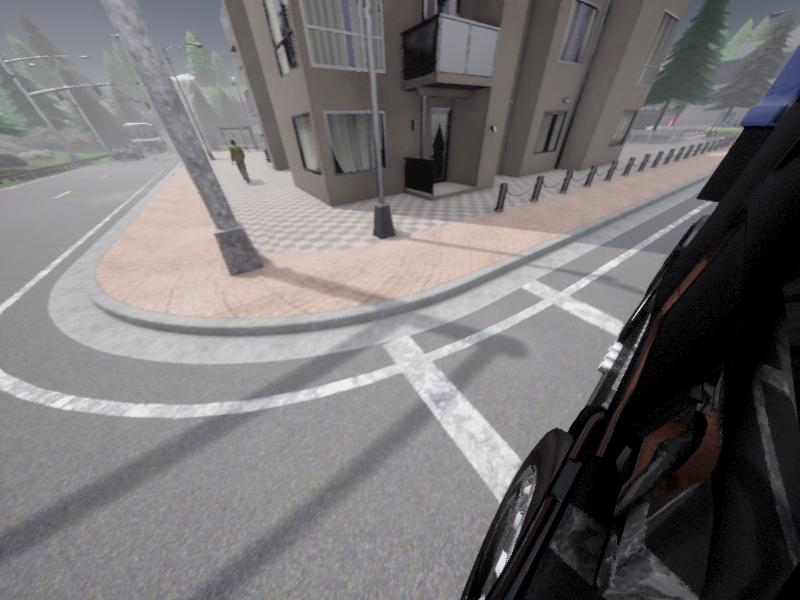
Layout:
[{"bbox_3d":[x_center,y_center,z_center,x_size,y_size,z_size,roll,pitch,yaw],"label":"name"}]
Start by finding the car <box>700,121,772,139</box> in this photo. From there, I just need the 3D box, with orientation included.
[{"bbox_3d":[40.187,-20.424,27.778,2.007,1.525,4.514,-21,41,-24],"label":"car"}]

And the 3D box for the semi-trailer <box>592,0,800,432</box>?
[{"bbox_3d":[9.063,-3.301,3.873,14.254,4.402,2.717,-23,42,-26],"label":"semi-trailer"}]

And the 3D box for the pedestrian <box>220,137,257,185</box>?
[{"bbox_3d":[-7.696,-6.653,11.057,0.751,1.860,0.751,-24,42,-27],"label":"pedestrian"}]

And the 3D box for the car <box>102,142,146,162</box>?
[{"bbox_3d":[-33.749,-18.261,28.418,2.242,1.667,4.611,-23,42,-26],"label":"car"}]

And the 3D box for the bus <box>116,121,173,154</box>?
[{"bbox_3d":[-44.719,-28.848,41.023,3.944,4.253,10.273,-23,42,-26],"label":"bus"}]

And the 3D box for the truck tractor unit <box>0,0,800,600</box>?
[{"bbox_3d":[2.645,-0.295,0.351,6.516,4.208,3.053,-28,44,-30],"label":"truck tractor unit"}]
